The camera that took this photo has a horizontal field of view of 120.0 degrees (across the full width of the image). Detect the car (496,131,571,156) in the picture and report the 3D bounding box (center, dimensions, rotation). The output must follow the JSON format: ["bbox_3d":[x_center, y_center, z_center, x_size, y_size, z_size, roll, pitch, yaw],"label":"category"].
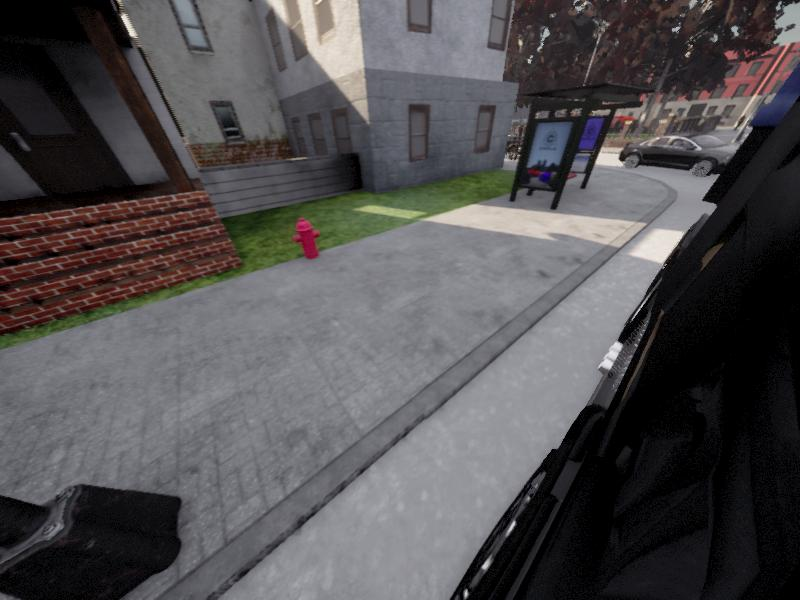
[{"bbox_3d":[11.077,-13.384,19.650,2.128,1.511,4.902,-26,43,-28],"label":"car"}]

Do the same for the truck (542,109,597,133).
[{"bbox_3d":[36.944,-39.243,50.758,2.891,3.827,8.468,-27,43,-28],"label":"truck"}]

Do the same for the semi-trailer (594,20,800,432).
[{"bbox_3d":[8.915,-3.444,4.006,14.254,4.402,2.717,-26,43,-27],"label":"semi-trailer"}]

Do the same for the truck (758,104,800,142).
[{"bbox_3d":[34.599,-15.475,20.151,5.204,2.467,2.627,-27,43,-29],"label":"truck"}]

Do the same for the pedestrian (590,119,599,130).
[{"bbox_3d":[45.583,-41.054,54.067,0.751,1.860,0.751,-28,44,-30],"label":"pedestrian"}]

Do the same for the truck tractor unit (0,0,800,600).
[{"bbox_3d":[2.645,-0.295,0.351,6.516,4.208,3.053,-28,44,-30],"label":"truck tractor unit"}]

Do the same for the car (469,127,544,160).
[{"bbox_3d":[7.903,-12.030,17.728,1.932,1.855,4.605,-26,43,-28],"label":"car"}]

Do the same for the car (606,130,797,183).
[{"bbox_3d":[13.233,-6.885,10.828,2.128,1.511,4.902,-13,38,-9],"label":"car"}]

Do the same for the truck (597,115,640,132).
[{"bbox_3d":[42.614,-34.562,45.251,2.627,2.467,5.204,-27,43,-29],"label":"truck"}]
